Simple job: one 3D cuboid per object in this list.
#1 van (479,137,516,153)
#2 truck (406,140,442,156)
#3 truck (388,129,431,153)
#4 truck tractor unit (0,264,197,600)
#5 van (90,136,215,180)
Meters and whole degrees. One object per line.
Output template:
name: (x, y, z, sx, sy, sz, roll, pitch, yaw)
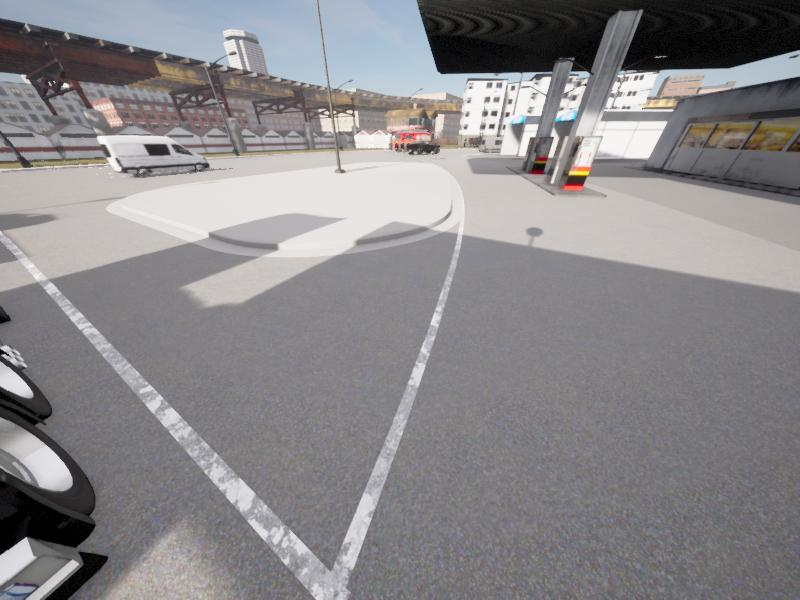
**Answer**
van: (18.541, -29.636, 44.184, 5.915, 2.561, 1.988, -6, 35, -7)
truck: (4.169, -26.390, 40.012, 6.274, 2.098, 2.390, -24, 41, -31)
truck: (2.072, -33.362, 48.529, 8.468, 3.827, 2.891, -16, 38, -21)
truck tractor unit: (-5.110, -0.301, 0.780, 6.516, 4.208, 3.053, 18, 39, 24)
van: (-18.880, -11.371, 18.239, 1.988, 2.561, 5.915, 19, 39, 25)
